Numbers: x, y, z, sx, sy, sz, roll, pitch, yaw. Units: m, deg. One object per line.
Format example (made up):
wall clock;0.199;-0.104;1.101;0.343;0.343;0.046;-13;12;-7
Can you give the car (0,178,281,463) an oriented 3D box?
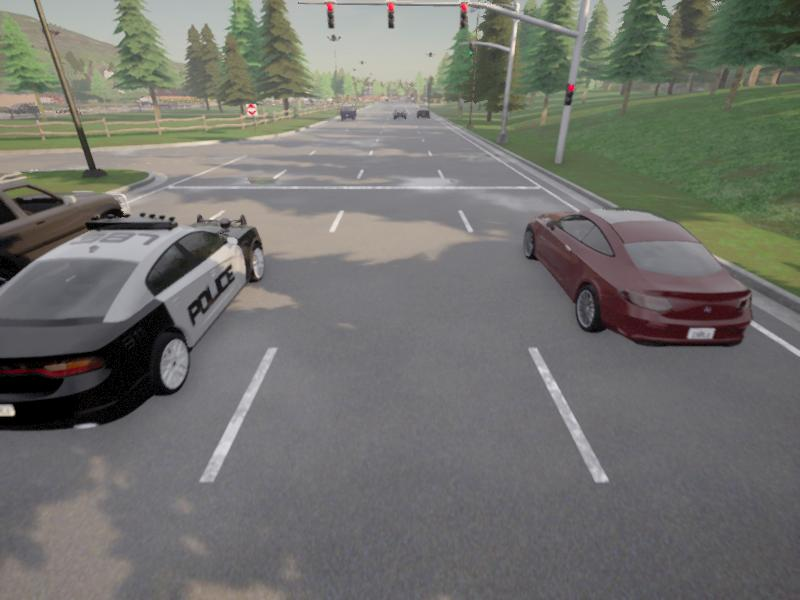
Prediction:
car;-3.466;-0.406;5.672;1.930;1.638;5.238;0;27;0

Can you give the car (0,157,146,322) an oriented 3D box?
car;-6.967;-1.209;6.982;1.932;1.855;4.605;0;27;0

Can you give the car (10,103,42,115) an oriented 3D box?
car;-68.049;-34.841;72.837;1.905;1.878;3.866;0;27;0

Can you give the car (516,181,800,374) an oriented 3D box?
car;3.534;-0.801;6.667;1.812;1.442;4.674;0;27;0

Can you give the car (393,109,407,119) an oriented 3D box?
car;-0.001;-27.711;59.544;1.895;1.301;4.718;0;27;0

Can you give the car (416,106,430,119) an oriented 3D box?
car;3.498;-28.815;61.328;1.930;1.638;5.238;0;27;0

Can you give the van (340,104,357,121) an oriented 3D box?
van;-6.998;-25.633;54.711;1.775;1.987;4.442;0;27;0
